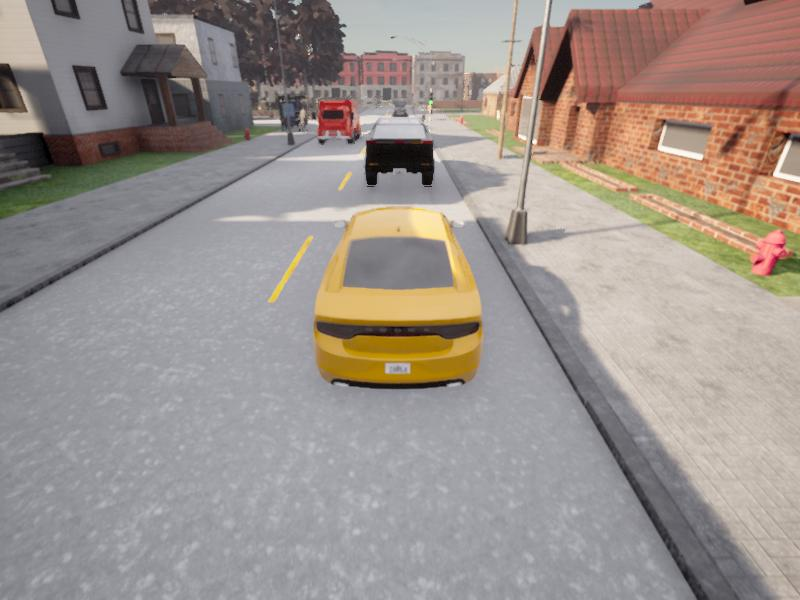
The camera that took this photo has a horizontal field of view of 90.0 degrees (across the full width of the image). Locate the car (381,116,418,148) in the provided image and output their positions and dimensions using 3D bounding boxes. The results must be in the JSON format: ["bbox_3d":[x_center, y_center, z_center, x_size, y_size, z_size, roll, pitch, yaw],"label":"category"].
[{"bbox_3d":[-0.006,-10.747,25.414,2.128,1.511,4.902,0,27,0],"label":"car"}]

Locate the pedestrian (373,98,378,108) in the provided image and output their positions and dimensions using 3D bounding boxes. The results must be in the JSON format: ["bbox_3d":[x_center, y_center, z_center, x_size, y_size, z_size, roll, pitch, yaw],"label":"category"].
[{"bbox_3d":[-4.805,-38.709,78.559,0.751,1.860,0.751,-6,28,-12],"label":"pedestrian"}]

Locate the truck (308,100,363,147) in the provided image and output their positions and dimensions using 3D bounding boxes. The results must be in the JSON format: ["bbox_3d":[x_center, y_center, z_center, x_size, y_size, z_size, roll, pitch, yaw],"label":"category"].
[{"bbox_3d":[-3.981,-11.560,25.951,2.627,2.467,5.204,0,27,0],"label":"truck"}]

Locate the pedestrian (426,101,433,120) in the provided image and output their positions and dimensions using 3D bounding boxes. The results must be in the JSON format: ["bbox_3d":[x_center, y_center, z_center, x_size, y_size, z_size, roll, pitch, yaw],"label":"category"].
[{"bbox_3d":[3.346,-21.460,45.286,0.751,1.860,0.751,0,28,0],"label":"pedestrian"}]

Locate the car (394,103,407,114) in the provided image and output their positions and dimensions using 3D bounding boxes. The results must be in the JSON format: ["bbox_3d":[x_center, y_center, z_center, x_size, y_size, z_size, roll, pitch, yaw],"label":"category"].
[{"bbox_3d":[0.014,-28.882,60.394,1.895,1.301,4.718,0,28,0],"label":"car"}]

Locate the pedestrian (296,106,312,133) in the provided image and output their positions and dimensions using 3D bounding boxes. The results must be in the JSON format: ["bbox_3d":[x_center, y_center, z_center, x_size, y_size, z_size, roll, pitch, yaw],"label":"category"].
[{"bbox_3d":[-7.442,-14.071,31.109,0.751,1.860,0.751,18,33,31],"label":"pedestrian"}]

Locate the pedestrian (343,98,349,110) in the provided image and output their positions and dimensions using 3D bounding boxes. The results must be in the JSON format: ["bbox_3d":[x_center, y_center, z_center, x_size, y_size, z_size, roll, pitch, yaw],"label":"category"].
[{"bbox_3d":[-9.187,-33.285,67.941,0.751,1.860,0.751,1,28,2],"label":"pedestrian"}]

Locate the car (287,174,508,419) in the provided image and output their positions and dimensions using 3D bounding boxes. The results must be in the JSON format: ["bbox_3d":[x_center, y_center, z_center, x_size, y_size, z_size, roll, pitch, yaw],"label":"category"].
[{"bbox_3d":[-0.017,-0.621,5.984,1.882,1.535,5.008,0,28,0],"label":"car"}]

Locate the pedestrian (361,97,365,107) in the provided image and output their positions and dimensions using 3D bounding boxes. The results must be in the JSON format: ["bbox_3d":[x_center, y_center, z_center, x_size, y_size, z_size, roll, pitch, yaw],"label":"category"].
[{"bbox_3d":[-7.473,-40.155,81.106,0.751,1.860,0.751,0,28,0],"label":"pedestrian"}]

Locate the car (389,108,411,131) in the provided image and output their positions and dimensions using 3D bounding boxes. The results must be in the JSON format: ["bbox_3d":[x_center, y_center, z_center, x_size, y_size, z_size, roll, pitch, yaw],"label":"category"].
[{"bbox_3d":[-0.002,-15.917,35.216,1.851,1.617,3.988,0,28,0],"label":"car"}]

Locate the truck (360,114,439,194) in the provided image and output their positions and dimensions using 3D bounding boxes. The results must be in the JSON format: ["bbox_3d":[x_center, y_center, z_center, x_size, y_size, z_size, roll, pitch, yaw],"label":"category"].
[{"bbox_3d":[-0.011,-5.843,15.385,2.390,2.098,6.274,0,28,0],"label":"truck"}]

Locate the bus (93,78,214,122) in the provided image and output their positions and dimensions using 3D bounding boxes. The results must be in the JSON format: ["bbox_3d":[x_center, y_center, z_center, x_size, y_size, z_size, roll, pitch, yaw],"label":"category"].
[{"bbox_3d":[-27.324,-22.556,45.079,10.273,4.253,3.944,0,28,-1],"label":"bus"}]

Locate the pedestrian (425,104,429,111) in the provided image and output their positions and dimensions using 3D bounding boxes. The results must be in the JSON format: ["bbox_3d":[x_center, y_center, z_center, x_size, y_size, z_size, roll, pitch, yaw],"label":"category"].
[{"bbox_3d":[4.334,-30.813,64.027,0.500,1.100,0.500,11,29,20],"label":"pedestrian"}]

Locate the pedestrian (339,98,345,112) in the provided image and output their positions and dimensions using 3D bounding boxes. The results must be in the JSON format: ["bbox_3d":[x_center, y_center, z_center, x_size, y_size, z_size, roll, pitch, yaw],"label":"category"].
[{"bbox_3d":[-9.175,-30.689,62.967,0.751,1.860,0.751,0,28,1],"label":"pedestrian"}]
